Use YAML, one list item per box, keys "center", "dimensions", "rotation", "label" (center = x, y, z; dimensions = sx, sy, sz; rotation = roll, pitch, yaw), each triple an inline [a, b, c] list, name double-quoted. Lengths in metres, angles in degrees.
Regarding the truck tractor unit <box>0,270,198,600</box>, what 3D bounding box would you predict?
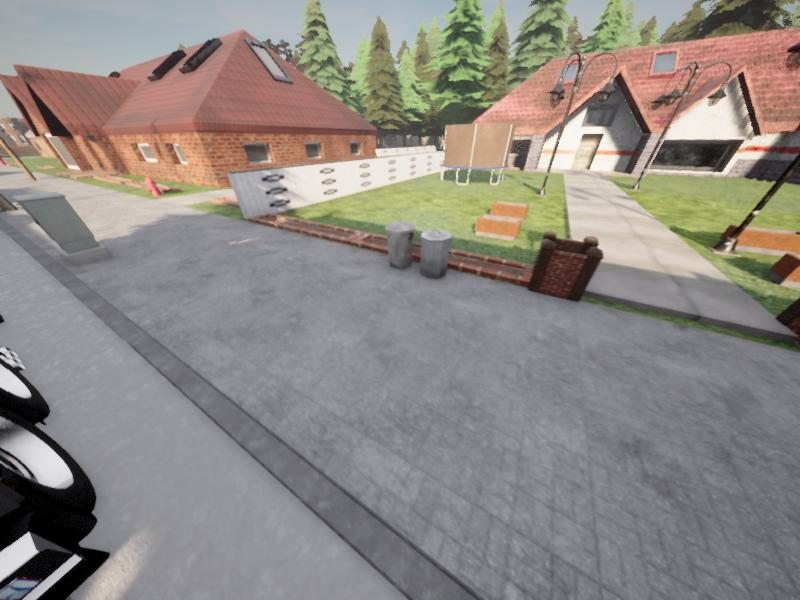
- center: [-5.128, -0.280, 0.774]
  dimensions: [6.516, 4.208, 3.053]
  rotation: [18, 39, 24]
  label: "truck tractor unit"
